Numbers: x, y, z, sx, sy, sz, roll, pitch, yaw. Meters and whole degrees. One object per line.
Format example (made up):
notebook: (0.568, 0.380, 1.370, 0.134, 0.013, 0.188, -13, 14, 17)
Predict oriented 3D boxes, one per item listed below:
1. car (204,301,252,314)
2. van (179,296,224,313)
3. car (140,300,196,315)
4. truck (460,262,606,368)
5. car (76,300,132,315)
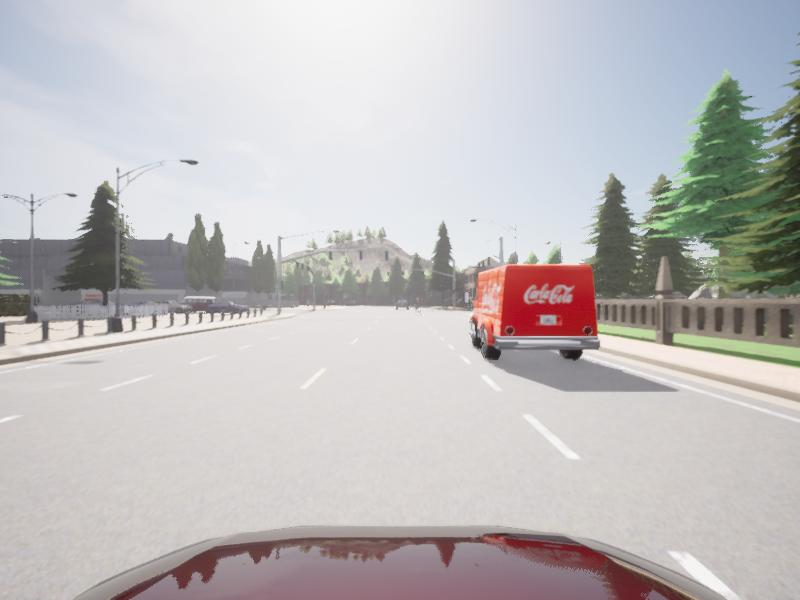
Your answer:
car: (-19.372, 0.882, 45.231, 4.674, 1.442, 1.812, 0, 0, 1)
van: (-24.109, 0.585, 48.775, 4.480, 2.038, 2.069, 0, 0, 0)
car: (-26.171, 0.793, 45.280, 5.027, 1.651, 2.152, 0, 0, 0)
truck: (3.495, 0.360, 11.917, 2.627, 2.467, 5.204, 0, 0, 0)
car: (-33.397, 0.790, 45.270, 4.856, 1.649, 2.033, 0, 0, 0)
